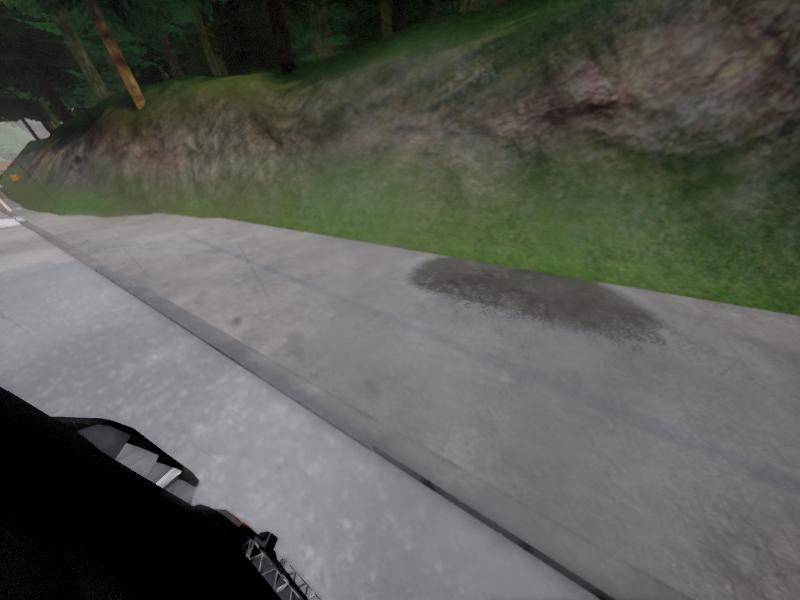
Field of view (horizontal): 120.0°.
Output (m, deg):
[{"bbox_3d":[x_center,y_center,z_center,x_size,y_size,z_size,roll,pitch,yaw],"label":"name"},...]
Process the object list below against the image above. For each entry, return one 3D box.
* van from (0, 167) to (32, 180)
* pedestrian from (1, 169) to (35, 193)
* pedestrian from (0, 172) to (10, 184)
[{"bbox_3d":[-80.846,-26.098,47.751,1.775,1.987,4.442,16,38,26],"label":"van"},{"bbox_3d":[-35.261,-11.003,21.357,0.751,1.860,0.751,21,40,31],"label":"pedestrian"},{"bbox_3d":[-58.956,-18.169,33.991,0.751,1.860,0.751,16,38,26],"label":"pedestrian"}]
